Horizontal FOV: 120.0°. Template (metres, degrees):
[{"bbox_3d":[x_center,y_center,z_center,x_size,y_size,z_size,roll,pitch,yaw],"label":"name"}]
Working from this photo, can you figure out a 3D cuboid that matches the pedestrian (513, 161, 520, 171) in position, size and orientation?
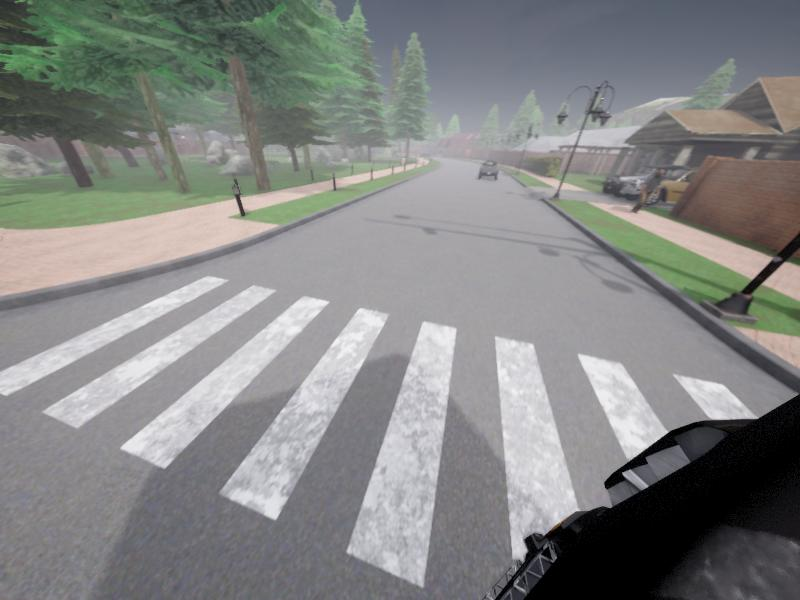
[{"bbox_3d":[16.135,-18.530,31.962,0.500,1.100,0.500,6,34,5],"label":"pedestrian"}]

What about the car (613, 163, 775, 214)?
[{"bbox_3d":[14.827,-5.922,12.128,4.605,1.855,1.932,11,34,12],"label":"car"}]

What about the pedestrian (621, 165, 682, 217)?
[{"bbox_3d":[10.423,-4.560,9.678,0.751,1.860,0.751,12,34,13],"label":"pedestrian"}]

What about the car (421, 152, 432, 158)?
[{"bbox_3d":[8.073,-45.022,71.591,1.895,1.301,4.718,-6,34,-13],"label":"car"}]

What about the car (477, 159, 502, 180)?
[{"bbox_3d":[8.769,-12.900,22.790,1.845,1.501,3.633,11,34,12],"label":"car"}]

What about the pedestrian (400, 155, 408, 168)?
[{"bbox_3d":[0.455,-16.711,27.813,0.751,1.300,0.751,12,34,13],"label":"pedestrian"}]

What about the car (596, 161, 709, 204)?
[{"bbox_3d":[15.142,-7.300,14.243,3.866,1.878,1.905,11,34,12],"label":"car"}]
